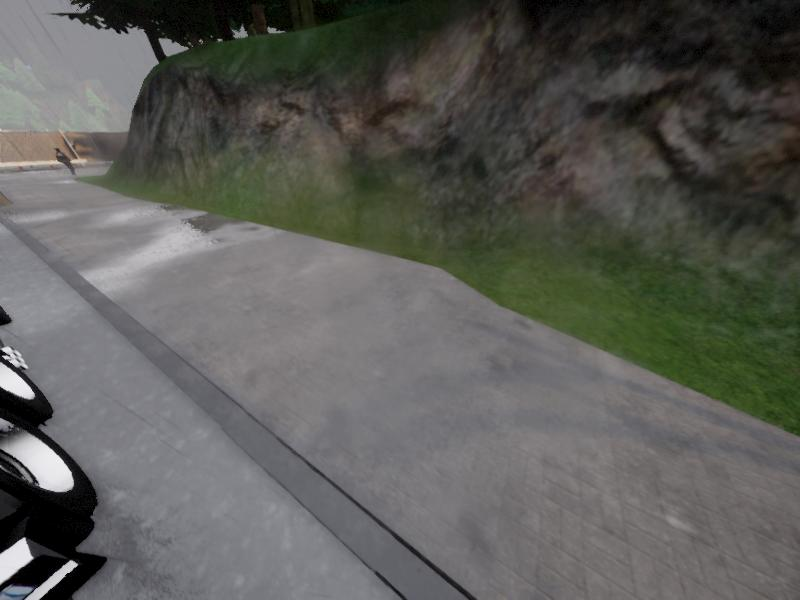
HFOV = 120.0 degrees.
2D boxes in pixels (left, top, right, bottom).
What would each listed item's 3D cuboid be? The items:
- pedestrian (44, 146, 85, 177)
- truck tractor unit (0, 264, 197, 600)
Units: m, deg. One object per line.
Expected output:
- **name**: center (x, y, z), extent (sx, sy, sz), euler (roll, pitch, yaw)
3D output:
- **pedestrian**: center (-24.869, -10.299, 17.184), extent (0.751, 1.860, 0.751), euler (-19, 39, -25)
- **truck tractor unit**: center (-5.118, -0.291, 0.793), extent (6.516, 4.208, 3.053), euler (18, 39, 24)
